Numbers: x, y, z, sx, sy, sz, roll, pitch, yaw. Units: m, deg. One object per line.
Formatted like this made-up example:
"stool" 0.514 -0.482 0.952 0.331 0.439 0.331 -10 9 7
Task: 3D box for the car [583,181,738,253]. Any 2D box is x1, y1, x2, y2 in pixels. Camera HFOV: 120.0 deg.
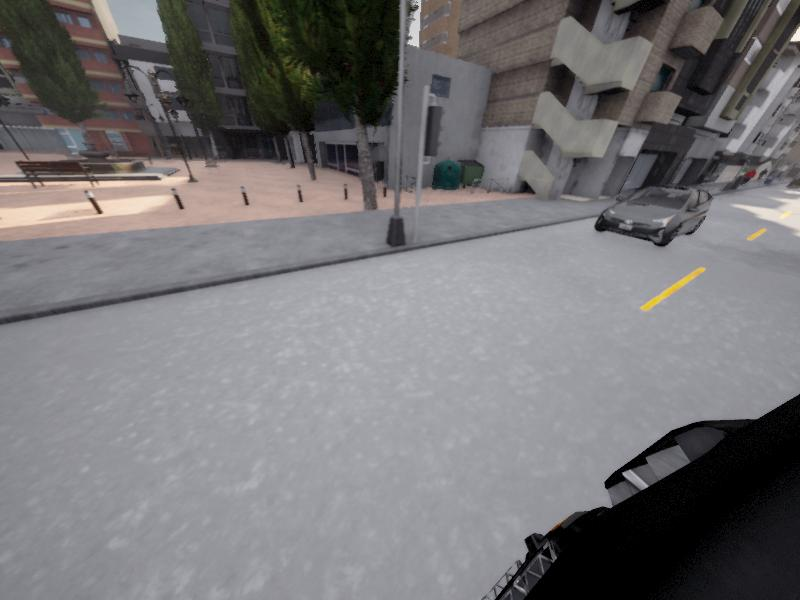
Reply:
"car" 8.828 -3.035 7.871 4.514 1.525 2.007 -16 38 -26

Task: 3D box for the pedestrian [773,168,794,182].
"pedestrian" 61.399 -19.993 36.983 0.751 1.860 0.751 -11 36 -20

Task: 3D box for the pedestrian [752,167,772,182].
"pedestrian" 55.725 -19.343 35.576 0.751 1.860 0.751 -13 36 -22

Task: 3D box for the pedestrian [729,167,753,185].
"pedestrian" 41.064 -14.946 27.813 0.751 1.860 0.751 -17 38 -28

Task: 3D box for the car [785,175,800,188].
"car" 53.184 -15.532 30.345 4.718 1.301 1.895 -16 38 -26

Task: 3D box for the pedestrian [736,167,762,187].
"pedestrian" 39.166 -13.808 25.944 0.751 1.860 0.751 -13 37 -23
